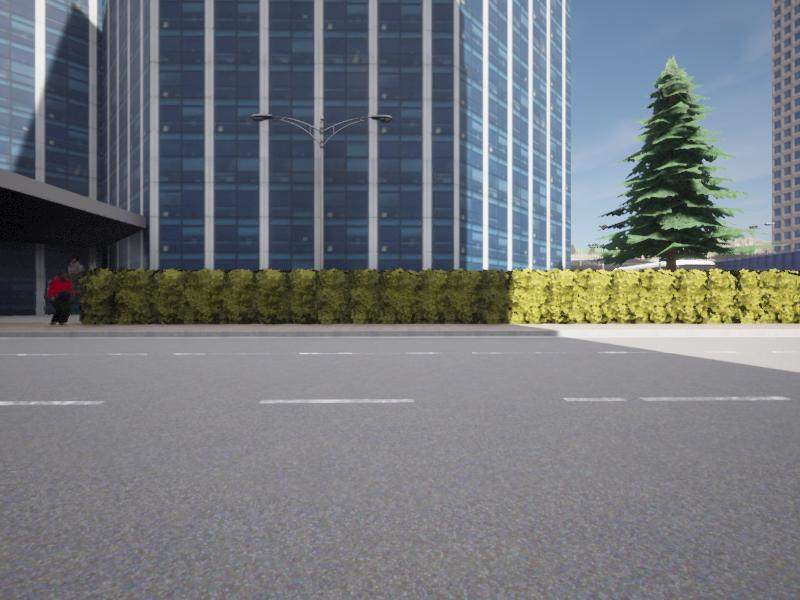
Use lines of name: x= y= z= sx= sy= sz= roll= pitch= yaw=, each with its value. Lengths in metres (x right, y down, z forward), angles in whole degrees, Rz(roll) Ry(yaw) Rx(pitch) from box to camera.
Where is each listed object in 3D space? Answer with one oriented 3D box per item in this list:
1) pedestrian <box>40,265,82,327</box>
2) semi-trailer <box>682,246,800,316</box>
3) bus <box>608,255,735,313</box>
pedestrian: x=-10.559 y=-0.115 z=12.484 sx=0.751 sy=1.860 sz=0.751 roll=0 pitch=0 yaw=24
semi-trailer: x=26.591 y=-1.218 z=28.751 sx=2.717 sy=4.402 sz=14.254 roll=0 pitch=0 yaw=1
bus: x=22.791 y=-1.130 z=34.775 sx=3.944 sy=4.253 sz=10.273 roll=0 pitch=-1 yaw=-1
